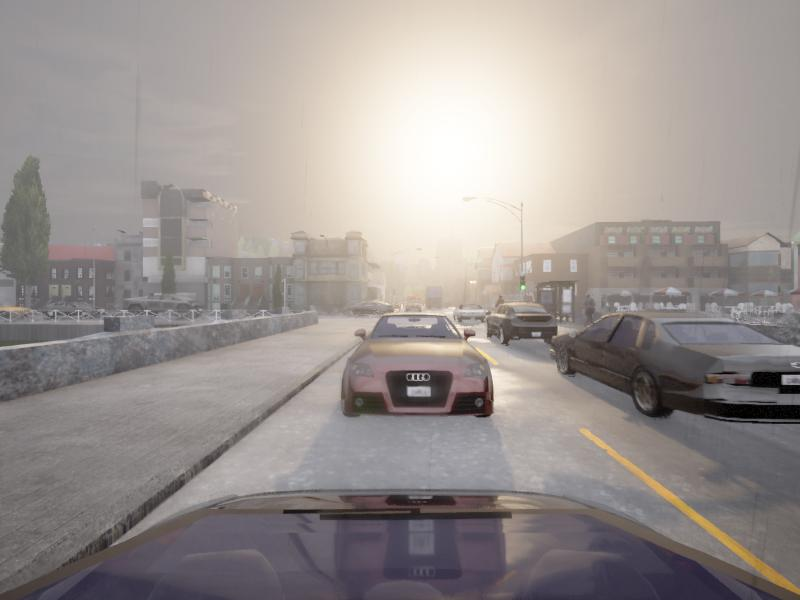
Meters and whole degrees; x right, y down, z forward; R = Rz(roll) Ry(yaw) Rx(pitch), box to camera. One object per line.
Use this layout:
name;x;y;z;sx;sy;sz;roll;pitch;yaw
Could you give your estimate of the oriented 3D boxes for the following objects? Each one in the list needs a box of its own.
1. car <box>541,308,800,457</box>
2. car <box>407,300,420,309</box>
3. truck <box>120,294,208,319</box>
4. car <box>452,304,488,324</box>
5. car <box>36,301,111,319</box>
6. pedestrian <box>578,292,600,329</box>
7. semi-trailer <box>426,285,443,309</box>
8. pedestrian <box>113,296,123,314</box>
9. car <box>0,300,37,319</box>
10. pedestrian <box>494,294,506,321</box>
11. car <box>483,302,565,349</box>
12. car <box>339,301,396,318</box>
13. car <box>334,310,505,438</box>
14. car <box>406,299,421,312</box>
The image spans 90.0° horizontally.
car;4.264;0.895;6.738;2.033;1.411;5.357;0;0;2
car;2.368;0.826;70.260;2.038;1.542;4.974;0;0;2
truck;-20.415;0.542;34.832;6.274;2.098;2.390;0;0;2
car;5.007;0.944;29.171;1.895;1.301;4.718;0;0;2
car;-28.550;0.836;35.105;4.902;1.511;2.128;0;0;2
pedestrian;9.757;0.533;20.633;0.751;1.860;0.751;0;0;-7
semi-trailer;6.688;-0.622;80.196;2.717;4.402;14.254;0;0;2
pedestrian;-30.355;0.533;43.066;0.751;1.860;0.751;0;0;-22
car;-35.539;0.801;35.340;5.366;1.575;1.801;0;0;2
pedestrian;7.233;0.533;28.901;0.751;1.860;0.751;0;0;19
car;4.554;0.846;15.516;1.837;1.490;4.892;0;0;2
car;-3.055;0.836;37.887;4.902;1.511;2.128;0;0;16
car;0.239;0.907;6.750;1.994;1.385;4.181;0;0;0
car;1.929;0.694;56.940;2.097;1.767;4.553;0;0;2
